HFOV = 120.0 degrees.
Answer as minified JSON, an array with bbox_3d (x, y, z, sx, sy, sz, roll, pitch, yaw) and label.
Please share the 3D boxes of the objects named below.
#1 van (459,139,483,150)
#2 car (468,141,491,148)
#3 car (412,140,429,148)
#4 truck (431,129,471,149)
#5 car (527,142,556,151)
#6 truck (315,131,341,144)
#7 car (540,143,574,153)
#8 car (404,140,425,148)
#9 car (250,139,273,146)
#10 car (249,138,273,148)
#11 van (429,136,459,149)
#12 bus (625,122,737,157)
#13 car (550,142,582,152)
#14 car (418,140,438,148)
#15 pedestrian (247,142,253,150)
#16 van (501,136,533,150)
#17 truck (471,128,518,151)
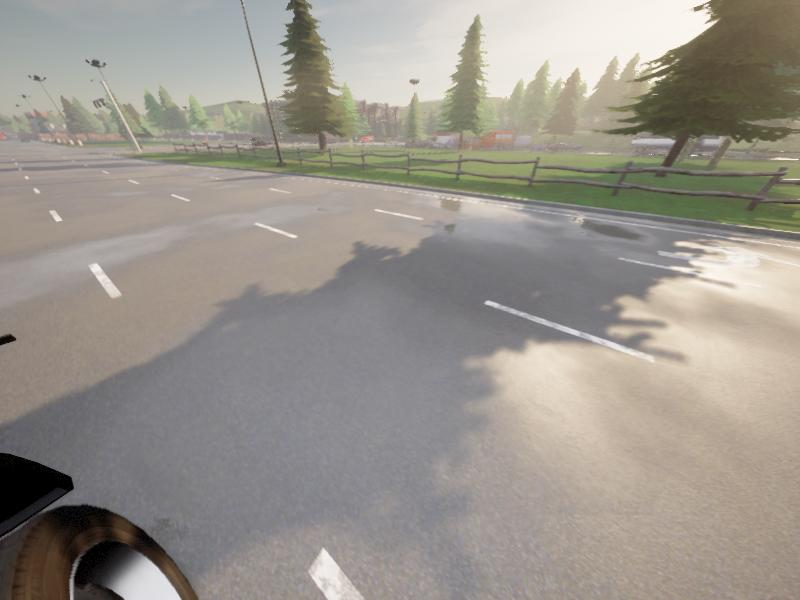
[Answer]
[{"bbox_3d":[15.622,-34.362,50.996,4.442,1.987,1.775,22,41,28],"label":"van"},{"bbox_3d":[20.178,-39.736,58.998,4.974,1.542,2.038,22,41,28],"label":"car"},{"bbox_3d":[5.264,-40.939,60.537,3.988,1.617,1.851,22,41,28],"label":"car"},{"bbox_3d":[12.152,-39.015,55.961,8.468,3.827,2.891,22,41,28],"label":"truck"},{"bbox_3d":[29.669,-32.207,48.483,4.514,1.525,2.007,-4,34,-4],"label":"car"},{"bbox_3d":[-27.086,-61.408,87.268,8.468,3.827,2.891,-1,35,-2],"label":"truck"},{"bbox_3d":[29.406,-28.491,43.250,4.892,1.490,1.837,22,41,28],"label":"car"},{"bbox_3d":[3.566,-39.173,58.004,4.856,1.649,2.033,22,41,28],"label":"car"},{"bbox_3d":[-37.555,-42.681,62.662,1.837,1.490,4.892,23,41,28],"label":"car"},{"bbox_3d":[-31.825,-36.022,52.971,1.905,1.878,3.866,23,41,28],"label":"car"},{"bbox_3d":[10.150,-36.794,54.007,6.366,2.431,2.351,22,41,28],"label":"van"},{"bbox_3d":[44.243,-25.902,37.341,10.273,4.253,3.944,22,41,28],"label":"bus"},{"bbox_3d":[34.135,-31.537,47.571,5.008,1.535,1.882,23,41,28],"label":"car"},{"bbox_3d":[7.613,-42.445,62.681,5.027,1.651,2.152,22,41,28],"label":"car"},{"bbox_3d":[-27.311,-28.006,42.026,0.500,1.100,0.500,25,42,31],"label":"pedestrian"},{"bbox_3d":[27.560,-37.107,54.492,5.915,2.561,1.988,22,41,28],"label":"van"},{"bbox_3d":[20.746,-35.482,51.039,8.468,3.827,2.891,22,41,28],"label":"truck"}]
